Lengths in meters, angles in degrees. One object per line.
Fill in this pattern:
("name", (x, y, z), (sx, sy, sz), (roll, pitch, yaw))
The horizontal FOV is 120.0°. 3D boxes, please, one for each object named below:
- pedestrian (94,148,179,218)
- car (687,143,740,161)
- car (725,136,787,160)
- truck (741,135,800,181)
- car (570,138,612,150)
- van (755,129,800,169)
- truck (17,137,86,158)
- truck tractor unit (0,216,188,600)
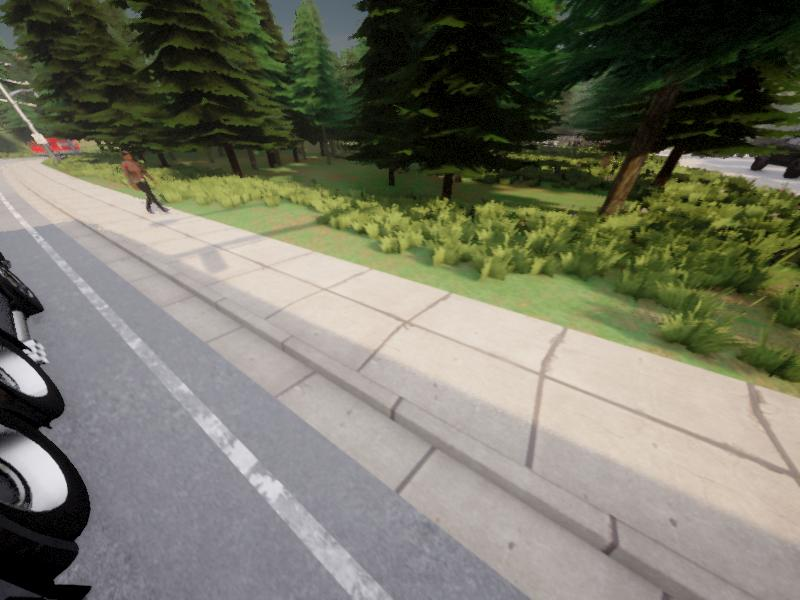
("pedestrian", (-8.167, -3.672, 7.290), (0.751, 1.860, 0.751), (6, 36, 9))
("car", (32.704, -15.642, 24.275), (1.895, 1.301, 4.718), (20, 40, 26))
("car", (37.121, -16.076, 24.302), (1.905, 1.878, 3.866), (20, 41, 27))
("truck", (24.792, -8.725, 13.998), (2.390, 2.098, 6.274), (20, 40, 27))
("car", (32.377, -26.561, 39.256), (5.238, 1.638, 1.930), (22, 41, 29))
("van", (32.274, -11.909, 18.064), (2.351, 2.431, 6.366), (20, 40, 27))
("truck", (-55.911, -24.694, 37.338), (2.627, 2.467, 5.204), (-1, 36, 0))
("truck tractor unit", (-5.038, -0.364, 0.892), (6.516, 4.208, 3.053), (21, 41, 28))
